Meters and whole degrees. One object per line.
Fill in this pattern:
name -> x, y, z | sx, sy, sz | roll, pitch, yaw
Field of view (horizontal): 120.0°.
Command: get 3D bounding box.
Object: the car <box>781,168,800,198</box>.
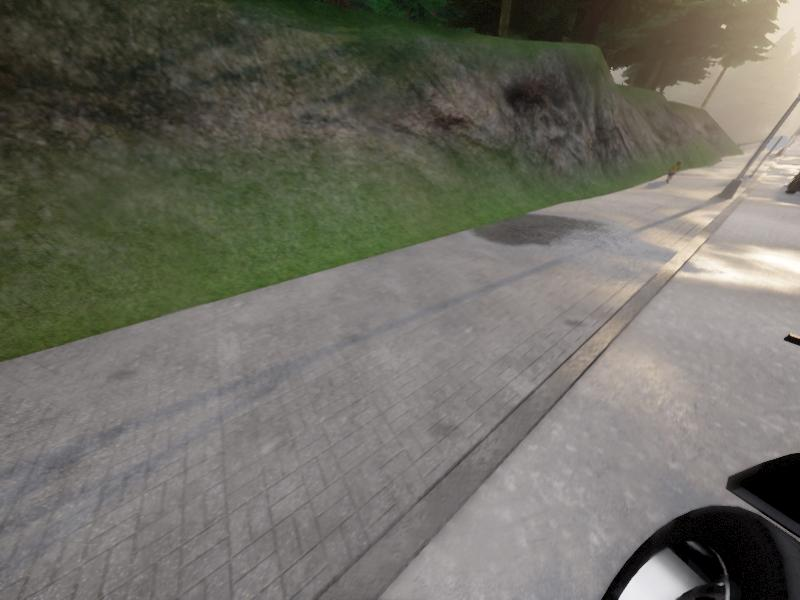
car -> 19.679, -5.601, 10.234 | 4.611, 1.667, 2.242 | -22, 41, -28

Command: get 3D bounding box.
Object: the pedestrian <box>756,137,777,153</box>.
pedestrian -> 53.781, -22.773, 33.902 | 0.751, 1.860, 0.751 | -27, 43, -32

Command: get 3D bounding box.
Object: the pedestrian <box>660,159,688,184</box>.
pedestrian -> 14.531, -6.822, 12.279 | 0.500, 1.100, 0.500 | 23, 41, 29
